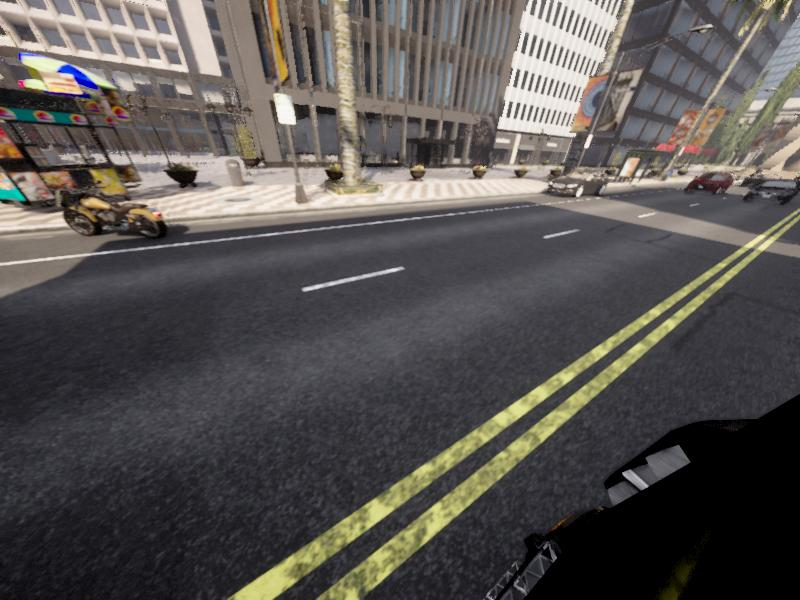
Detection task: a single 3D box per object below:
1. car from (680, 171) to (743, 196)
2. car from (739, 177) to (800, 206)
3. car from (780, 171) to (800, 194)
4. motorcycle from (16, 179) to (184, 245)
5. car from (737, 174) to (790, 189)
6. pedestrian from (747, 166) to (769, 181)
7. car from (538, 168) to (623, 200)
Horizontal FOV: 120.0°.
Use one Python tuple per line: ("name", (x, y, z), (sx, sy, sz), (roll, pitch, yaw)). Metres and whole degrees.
("car", (26.573, -9.998, 19.689), (5.008, 1.535, 1.882), (-15, 37, -26))
("car", (26.520, -7.726, 16.320), (4.674, 1.442, 1.812), (-16, 38, -26))
("car", (40.370, -11.550, 22.721), (3.866, 1.878, 1.905), (-12, 36, -22))
("motorcycle", (-7.058, -2.147, 5.629), (2.356, 1.277, 0.764), (2, 33, -1))
("car", (42.124, -13.792, 26.793), (4.718, 1.301, 1.895), (-10, 35, -18))
("pedestrian", (53.882, -19.071, 34.823), (0.751, 1.860, 0.751), (-2, 34, -7))
("car", (11.918, -7.784, 15.273), (4.892, 1.521, 2.231), (-16, 38, -26))
